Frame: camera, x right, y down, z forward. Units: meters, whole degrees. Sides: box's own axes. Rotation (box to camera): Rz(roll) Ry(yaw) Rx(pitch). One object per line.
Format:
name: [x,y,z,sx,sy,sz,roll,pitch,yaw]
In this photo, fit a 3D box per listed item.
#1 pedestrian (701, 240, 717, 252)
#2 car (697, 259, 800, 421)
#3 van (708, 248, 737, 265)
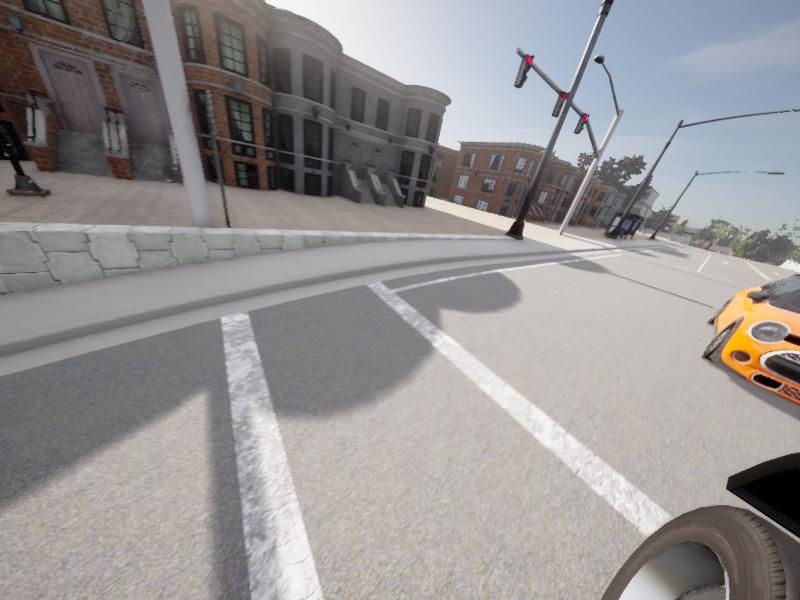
pedestrian: [52.053,-9.050,38.913,0.751,1.860,0.751,-7,33,-32]
car: [7.488,0.585,4.017,4.553,1.767,2.097,-10,35,-35]
van: [74.346,-9.973,53.376,6.366,2.431,2.351,2,27,-41]
